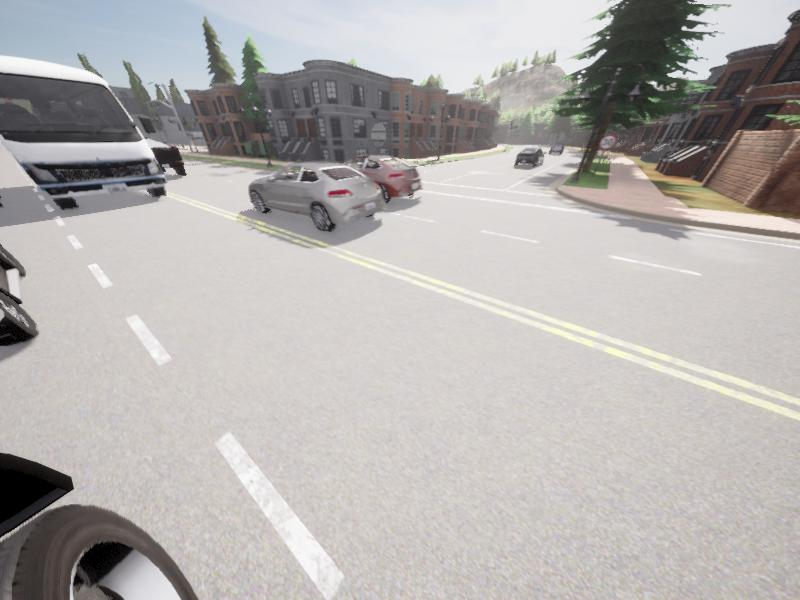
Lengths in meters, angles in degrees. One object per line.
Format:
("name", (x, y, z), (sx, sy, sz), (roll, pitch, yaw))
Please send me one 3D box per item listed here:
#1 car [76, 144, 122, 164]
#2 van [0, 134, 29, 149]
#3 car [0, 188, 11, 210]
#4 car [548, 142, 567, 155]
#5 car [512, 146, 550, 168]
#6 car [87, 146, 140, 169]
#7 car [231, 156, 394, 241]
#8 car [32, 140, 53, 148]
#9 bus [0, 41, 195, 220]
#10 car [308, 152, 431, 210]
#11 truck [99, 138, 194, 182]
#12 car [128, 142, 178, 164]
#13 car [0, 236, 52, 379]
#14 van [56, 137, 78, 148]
("car", (-30.319, -14.716, 23.248), (4.193, 1.474, 1.816), (22, 41, 28))
("van", (-79.466, -32.650, 47.440), (6.366, 2.431, 2.351), (22, 41, 28))
("car", (-16.328, -4.121, 8.291), (3.633, 1.501, 1.845), (22, 41, 28))
("car", (26.714, -25.732, 39.146), (2.033, 1.649, 4.856), (19, 39, 24))
("car", (12.606, -13.753, 22.156), (1.837, 1.490, 4.892), (24, 41, 29))
("car", (-25.278, -12.665, 20.380), (4.193, 1.474, 1.816), (22, 41, 28))
("car", (-2.862, -3.602, 7.586), (5.027, 1.651, 2.152), (22, 41, 28))
("car", (-77.810, -34.033, 50.275), (4.674, 1.442, 1.812), (22, 41, 28))
("bus", (-14.315, -6.966, 9.979), (10.273, 4.253, 3.944), (22, 41, 28))
("car", (-1.422, -5.478, 10.257), (5.027, 1.651, 2.152), (22, 41, 28))
("truck", (-17.048, -9.572, 15.520), (6.274, 2.098, 2.390), (22, 41, 28))
("car", (-25.829, -15.413, 24.141), (4.856, 1.649, 2.033), (22, 41, 28))
("car", (-6.734, -0.364, 2.734), (4.605, 1.855, 1.932), (23, 41, 27))
("van", (-74.598, -35.409, 51.783), (4.442, 1.987, 1.775), (22, 41, 28))
